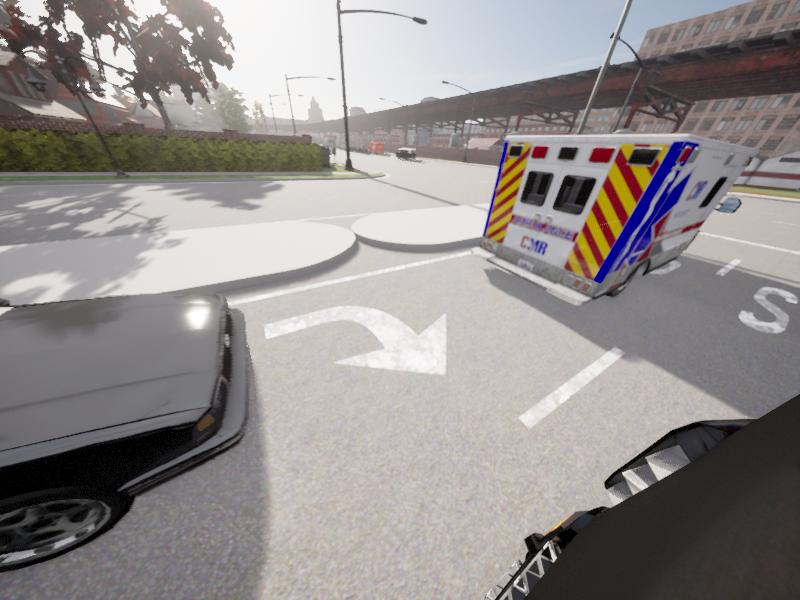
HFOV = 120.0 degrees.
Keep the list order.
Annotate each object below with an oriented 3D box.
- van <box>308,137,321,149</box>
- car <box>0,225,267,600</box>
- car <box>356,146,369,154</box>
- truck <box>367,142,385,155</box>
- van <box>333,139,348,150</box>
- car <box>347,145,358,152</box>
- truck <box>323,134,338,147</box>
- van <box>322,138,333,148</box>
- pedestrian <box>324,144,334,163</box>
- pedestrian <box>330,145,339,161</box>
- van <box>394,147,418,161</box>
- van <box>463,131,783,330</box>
[{"bbox_3d":[-25.727,-47.190,69.307,1.988,2.561,5.915,-16,39,-26],"label":"van"},{"bbox_3d":[-3.841,0.944,0.973,5.357,1.411,2.033,-16,38,-26],"label":"car"},{"bbox_3d":[-9.424,-37.797,58.192,1.789,1.549,3.705,-16,39,-26],"label":"car"},{"bbox_3d":[-6.197,-38.840,59.220,2.627,2.467,5.204,-16,39,-26],"label":"truck"},{"bbox_3d":[-17.990,-47.095,70.050,2.351,2.431,6.366,-16,39,-26],"label":"van"},{"bbox_3d":[-12.913,-41.428,63.107,1.789,1.549,3.705,-16,39,-26],"label":"car"},{"bbox_3d":[-26.473,-60.547,87.463,2.891,3.827,8.468,-16,39,-26],"label":"truck"},{"bbox_3d":[-25.158,-54.621,80.116,1.988,2.561,5.915,-16,39,-26],"label":"van"},{"bbox_3d":[-8.626,-17.699,27.976,0.751,1.860,0.751,-16,38,-26],"label":"pedestrian"},{"bbox_3d":[-8.753,-19.679,30.949,0.751,1.860,0.751,-16,38,-26],"label":"pedestrian"},{"bbox_3d":[1.105,-28.123,44.563,2.069,2.038,4.480,-22,42,-33],"label":"van"},{"bbox_3d":[4.806,-1.926,5.060,6.366,2.431,2.351,-16,38,-26],"label":"van"}]
